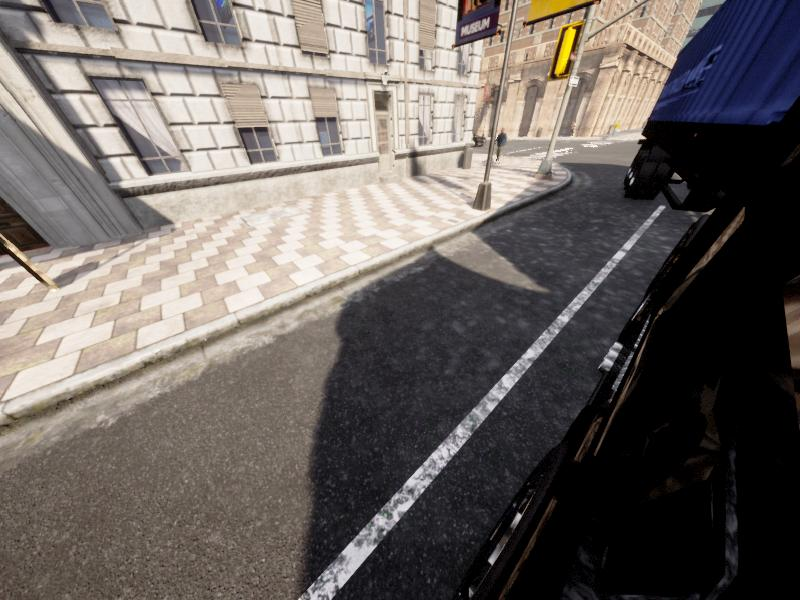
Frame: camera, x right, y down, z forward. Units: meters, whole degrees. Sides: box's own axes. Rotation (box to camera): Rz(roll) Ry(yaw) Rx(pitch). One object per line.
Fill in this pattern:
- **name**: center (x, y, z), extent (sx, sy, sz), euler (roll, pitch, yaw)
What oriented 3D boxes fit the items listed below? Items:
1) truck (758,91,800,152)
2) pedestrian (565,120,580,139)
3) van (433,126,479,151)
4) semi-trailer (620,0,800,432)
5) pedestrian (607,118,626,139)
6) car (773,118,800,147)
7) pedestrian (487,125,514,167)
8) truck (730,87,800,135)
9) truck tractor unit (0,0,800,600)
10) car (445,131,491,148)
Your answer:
- **truck**: center (27.470, -10.084, 12.188), extent (2.891, 3.827, 8.468), euler (-29, 44, -31)
- **pedestrian**: center (21.842, -21.629, 29.310), extent (0.751, 1.860, 0.751), euler (-22, 41, -24)
- **van**: center (5.825, -17.275, 24.694), extent (1.775, 1.987, 4.442), euler (-29, 44, -30)
- **semi-trailer**: center (7.689, -4.149, 5.011), extent (2.717, 4.402, 14.254), euler (23, 44, 30)
- **pedestrian**: center (24.929, -19.771, 26.634), extent (0.751, 1.860, 0.751), euler (-28, 44, -30)
- **car**: center (29.588, -11.033, 15.146), extent (1.930, 1.638, 5.238), euler (-29, 44, -30)
- **pedestrian**: center (5.563, -8.545, 12.859), extent (0.751, 1.860, 0.751), euler (27, 46, 34)
- **truck**: center (41.744, -21.453, 26.475), extent (8.468, 3.827, 2.891), euler (-29, 44, -30)
- **truck tractor unit**: center (2.645, -0.295, 0.351), extent (6.516, 4.208, 3.053), euler (-28, 44, -30)
- **car**: center (7.868, -18.936, 27.195), extent (1.837, 1.490, 4.892), euler (-29, 44, -30)
